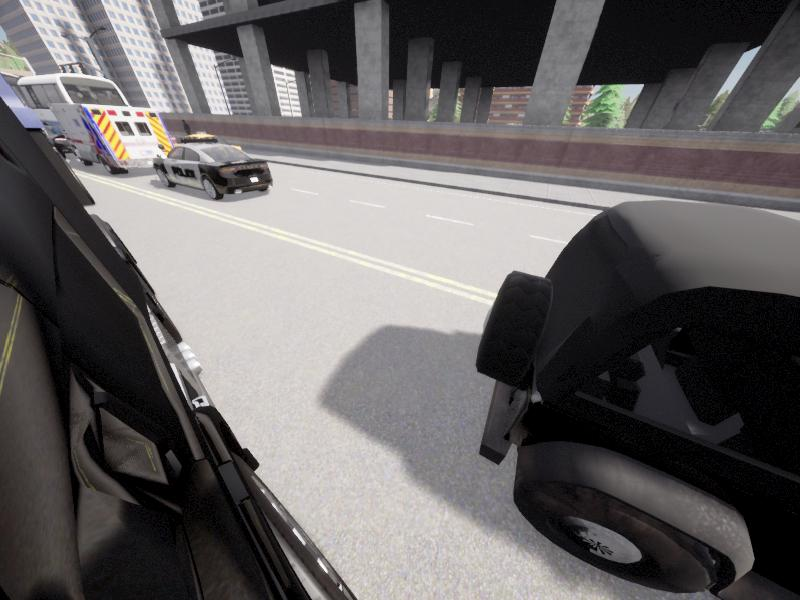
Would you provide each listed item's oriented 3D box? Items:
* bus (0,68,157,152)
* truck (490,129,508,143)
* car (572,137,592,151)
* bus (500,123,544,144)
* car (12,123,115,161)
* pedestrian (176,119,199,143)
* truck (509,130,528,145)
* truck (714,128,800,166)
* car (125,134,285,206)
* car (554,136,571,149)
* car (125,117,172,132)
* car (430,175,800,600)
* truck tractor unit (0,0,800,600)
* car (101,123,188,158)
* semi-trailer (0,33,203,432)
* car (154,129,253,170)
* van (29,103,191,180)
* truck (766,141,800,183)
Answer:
[{"bbox_3d":[-25.667,-14.941,18.479,10.273,4.253,3.944,20,40,21],"label":"bus"},{"bbox_3d":[23.507,-38.790,54.719,2.615,2.467,5.204,20,40,21],"label":"truck"},{"bbox_3d":[31.947,-27.599,40.706,1.905,1.878,3.866,20,40,21],"label":"car"},{"bbox_3d":[35.118,-48.134,66.730,10.273,4.253,3.944,20,40,22],"label":"bus"},{"bbox_3d":[-20.214,-9.578,13.928,4.902,1.511,2.128,20,40,21],"label":"car"},{"bbox_3d":[-21.075,-16.764,22.906,0.751,1.860,0.751,15,39,16],"label":"pedestrian"},{"bbox_3d":[27.283,-37.434,53.143,2.615,2.467,5.204,20,40,21],"label":"truck"},{"bbox_3d":[48.825,-21.142,31.736,2.891,3.827,8.468,20,40,21],"label":"truck"},{"bbox_3d":[-7.058,-4.936,8.436,5.238,1.638,1.930,20,40,21],"label":"car"},{"bbox_3d":[29.370,-28.523,41.782,1.905,1.878,3.866,20,40,21],"label":"car"},{"bbox_3d":[-41.680,-29.135,38.446,1.932,1.855,4.605,21,41,23],"label":"car"},{"bbox_3d":[2.425,0.734,1.235,3.866,1.878,1.905,20,40,21],"label":"car"},{"bbox_3d":[-2.645,-0.295,0.351,6.516,4.208,3.053,28,44,30],"label":"truck tractor unit"},{"bbox_3d":[-17.606,-11.099,15.996,4.611,1.667,2.242,20,40,21],"label":"car"},{"bbox_3d":[-8.777,-3.550,4.151,14.254,4.402,2.717,27,43,29],"label":"semi-trailer"},{"bbox_3d":[-11.396,-8.846,13.447,5.366,1.575,1.801,20,40,21],"label":"car"},{"bbox_3d":[-13.525,-7.565,10.890,6.366,2.431,2.351,20,40,21],"label":"van"},{"bbox_3d":[30.283,-9.472,16.077,2.627,2.467,5.204,20,40,21],"label":"truck"}]
